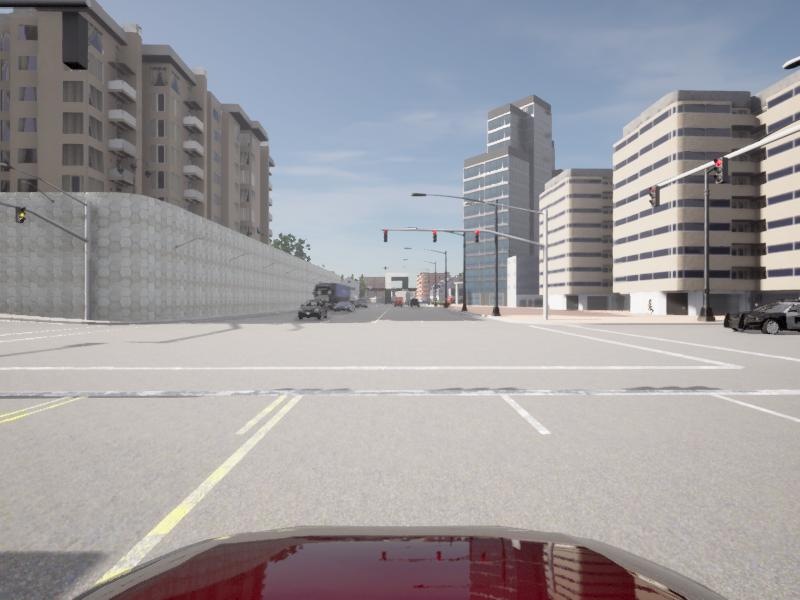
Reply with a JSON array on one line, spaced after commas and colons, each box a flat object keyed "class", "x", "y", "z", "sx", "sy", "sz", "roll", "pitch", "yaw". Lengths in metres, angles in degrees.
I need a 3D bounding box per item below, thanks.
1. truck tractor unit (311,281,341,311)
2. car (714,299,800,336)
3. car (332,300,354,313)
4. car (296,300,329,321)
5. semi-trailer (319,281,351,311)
[{"class": "truck tractor unit", "x": -10.729, "y": -0.520, "z": 58.708, "sx": 3.053, "sy": 4.208, "sz": 6.516, "roll": 0, "pitch": 0, "yaw": 0}, {"class": "car", "x": 18.267, "y": 0.771, "z": 18.959, "sx": 5.238, "sy": 1.638, "sz": 1.930, "roll": 0, "pitch": 0, "yaw": -1}, {"class": "car", "x": -7.235, "y": 0.823, "z": 51.100, "sx": 2.038, "sy": 1.542, "sz": 4.974, "roll": 0, "pitch": 0, "yaw": 0}, {"class": "car", "x": -7.138, "y": 0.788, "z": 33.005, "sx": 1.851, "sy": 1.617, "sz": 3.988, "roll": 0, "pitch": 0, "yaw": 0}, {"class": "semi-trailer", "x": -10.572, "y": -0.618, "z": 66.622, "sx": 2.717, "sy": 4.402, "sz": 14.254, "roll": 0, "pitch": 0, "yaw": 1}]
